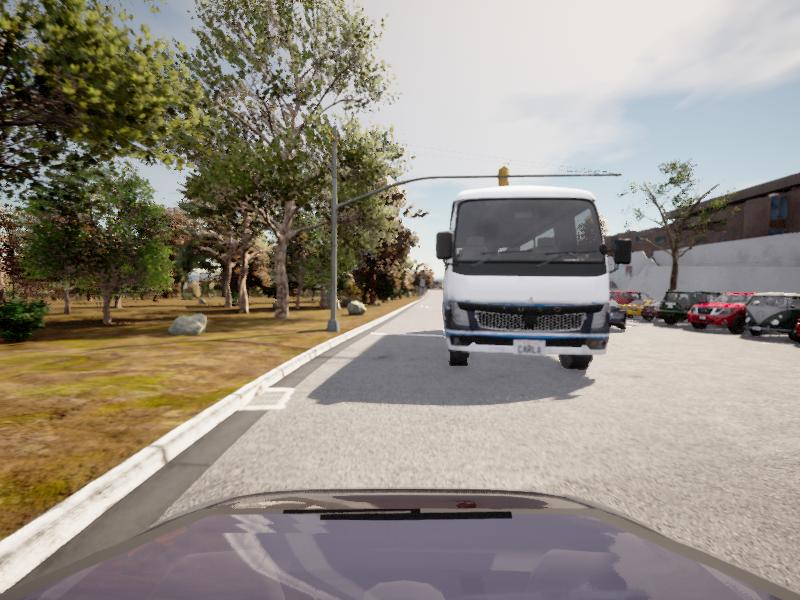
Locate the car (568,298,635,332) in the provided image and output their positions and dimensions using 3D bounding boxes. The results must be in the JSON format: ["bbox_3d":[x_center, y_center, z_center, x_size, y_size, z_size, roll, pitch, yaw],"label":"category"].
[{"bbox_3d":[10.654,0.700,21.624,2.163,1.488,4.792,2,1,14],"label":"car"}]

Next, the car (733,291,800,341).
[{"bbox_3d":[17.320,0.696,17.525,4.442,1.987,1.878,2,2,-14],"label":"car"}]

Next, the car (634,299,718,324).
[{"bbox_3d":[18.284,0.755,26.548,4.674,1.452,2.002,2,1,-15],"label":"car"}]

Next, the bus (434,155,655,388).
[{"bbox_3d":[3.172,-0.632,12.623,3.944,4.253,10.273,1,1,6],"label":"bus"}]

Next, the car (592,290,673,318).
[{"bbox_3d":[18.872,0.326,32.528,5.566,2.045,2.435,2,1,-15],"label":"car"}]

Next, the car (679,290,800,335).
[{"bbox_3d":[17.704,0.603,20.538,5.566,2.045,2.435,2,2,-15],"label":"car"}]

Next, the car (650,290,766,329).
[{"bbox_3d":[18.045,0.535,23.555,5.566,2.045,2.435,2,1,-15],"label":"car"}]

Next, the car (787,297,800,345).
[{"bbox_3d":[17.079,0.867,14.560,4.553,1.767,2.185,2,1,-14],"label":"car"}]

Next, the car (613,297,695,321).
[{"bbox_3d":[18.745,0.648,29.584,5.366,1.575,1.946,2,1,-15],"label":"car"}]
